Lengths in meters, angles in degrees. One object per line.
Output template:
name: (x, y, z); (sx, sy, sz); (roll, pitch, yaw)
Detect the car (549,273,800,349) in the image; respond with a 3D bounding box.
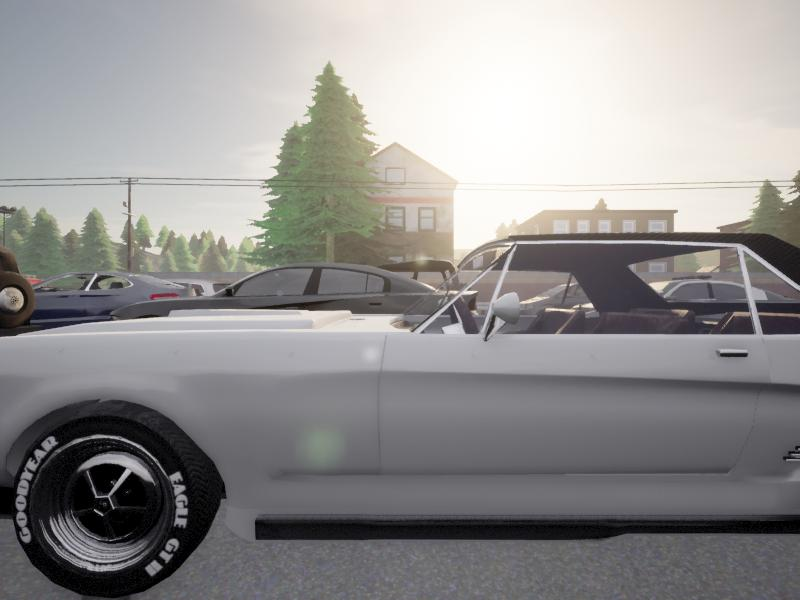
car: (6.297, 0.226, 9.236); (4.974, 1.542, 2.038); (0, 0, 0)

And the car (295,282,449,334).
car: (-0.816, 0.228, 12.696); (4.514, 1.525, 2.007); (0, 0, 0)

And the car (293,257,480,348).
car: (-0.280, 0.046, 9.200); (3.866, 1.878, 1.905); (0, 0, 0)

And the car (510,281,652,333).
car: (5.601, 0.215, 12.732); (3.705, 1.549, 1.789); (0, 0, 0)

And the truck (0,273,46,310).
truck: (-42.732, -0.921, 42.375); (2.891, 3.827, 8.468); (0, 0, 0)

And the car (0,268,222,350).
car: (-7.069, 0.181, 9.172); (5.027, 1.651, 2.152); (0, 0, 0)

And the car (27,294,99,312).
car: (-28.737, 0.251, 34.404); (2.163, 1.488, 4.792); (0, 0, 0)

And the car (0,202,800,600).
car: (0.559, 0.344, 2.203); (4.718, 1.301, 1.895); (0, 0, 0)

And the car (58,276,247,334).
car: (-7.559, 0.156, 12.661); (4.611, 1.667, 2.242); (0, 0, -1)

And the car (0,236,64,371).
car: (-7.490, 0.046, 5.660); (3.866, 1.878, 1.905); (0, 0, 0)

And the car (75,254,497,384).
car: (-1.348, 0.223, 5.694); (5.008, 1.535, 1.882); (0, 0, 0)
